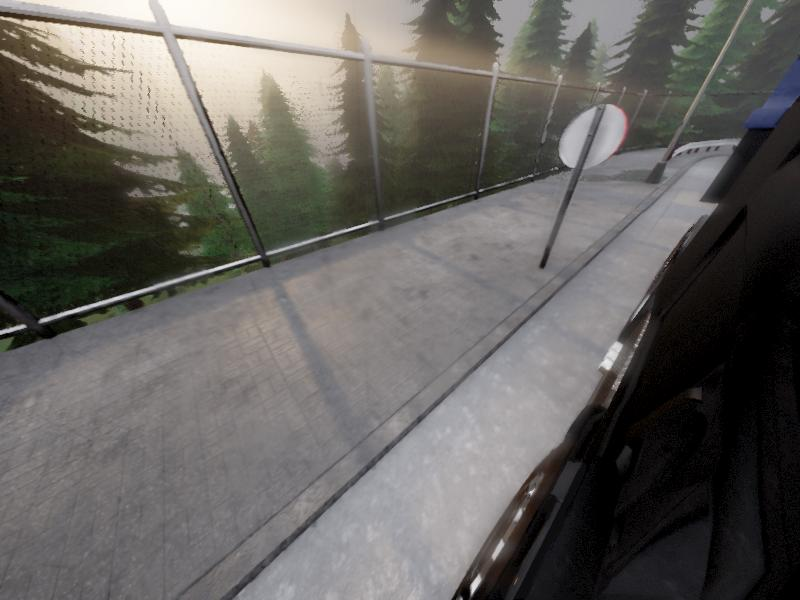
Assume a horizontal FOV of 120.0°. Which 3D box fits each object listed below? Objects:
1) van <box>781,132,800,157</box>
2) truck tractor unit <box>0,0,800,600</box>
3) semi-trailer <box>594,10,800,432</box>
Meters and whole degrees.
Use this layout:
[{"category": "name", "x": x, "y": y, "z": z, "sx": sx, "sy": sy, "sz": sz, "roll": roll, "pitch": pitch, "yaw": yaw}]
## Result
[{"category": "van", "x": 25.388, "y": -8.732, "z": 11.615, "sx": 5.915, "sy": 2.561, "sz": 1.988, "roll": 8, "pitch": 37, "yaw": 14}, {"category": "truck tractor unit", "x": 2.645, "y": -0.295, "z": 0.351, "sx": 6.516, "sy": 4.208, "sz": 3.053, "roll": -28, "pitch": 44, "yaw": -30}, {"category": "semi-trailer", "x": 8.947, "y": -3.420, "z": 3.970, "sx": 14.254, "sy": 4.402, "sz": 2.717, "roll": -25, "pitch": 42, "yaw": -27}]
